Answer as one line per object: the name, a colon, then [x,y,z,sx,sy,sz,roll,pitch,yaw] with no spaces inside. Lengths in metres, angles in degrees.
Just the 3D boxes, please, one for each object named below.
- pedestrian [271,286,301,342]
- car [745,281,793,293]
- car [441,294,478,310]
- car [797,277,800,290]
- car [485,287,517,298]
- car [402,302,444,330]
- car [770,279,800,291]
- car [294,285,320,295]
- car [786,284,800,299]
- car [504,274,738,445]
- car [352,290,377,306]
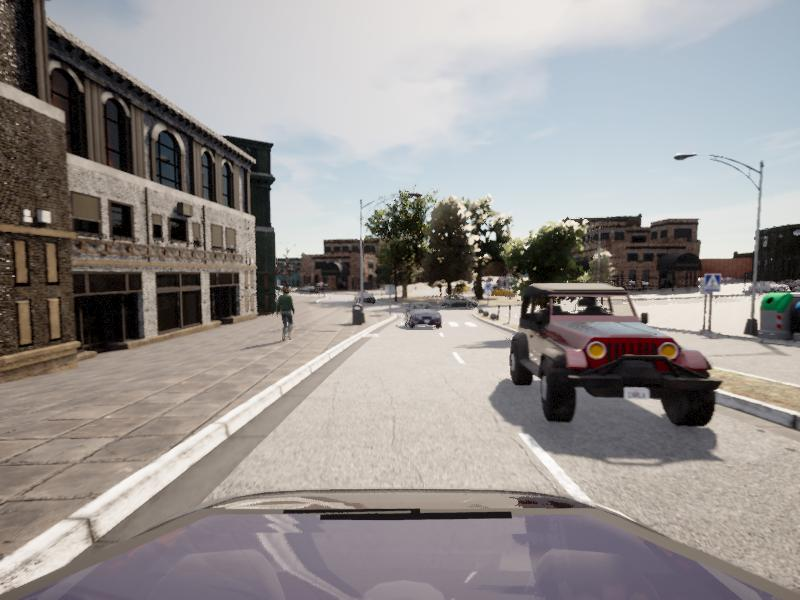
pedestrian: [-3.918,0.468,13.810,0.751,1.860,0.751,0,4,5]
car: [49.734,-1.781,54.085,2.002,1.452,4.674,-4,2,-2]
car: [6.718,0.205,45.175,3.988,1.617,1.851,0,4,7]
car: [55.316,-2.300,52.214,2.185,1.767,4.553,-5,2,-2]
car: [17.039,-1.306,67.743,1.882,1.535,5.008,-2,4,-39]
car: [1.243,0.860,23.472,1.816,1.474,4.193,0,0,-6]
car: [52.535,-1.969,53.138,2.163,1.488,4.792,-4,2,-2]
car: [-17.868,-1.965,76.788,5.238,1.638,1.930,2,5,38]
car: [45.994,-1.059,43.767,4.902,1.511,2.128,-4,3,19]
car: [2.955,0.643,6.412,1.905,1.878,3.866,0,0,6]
car: [-4.728,-0.321,52.526,1.930,1.638,5.238,-2,4,-21]
